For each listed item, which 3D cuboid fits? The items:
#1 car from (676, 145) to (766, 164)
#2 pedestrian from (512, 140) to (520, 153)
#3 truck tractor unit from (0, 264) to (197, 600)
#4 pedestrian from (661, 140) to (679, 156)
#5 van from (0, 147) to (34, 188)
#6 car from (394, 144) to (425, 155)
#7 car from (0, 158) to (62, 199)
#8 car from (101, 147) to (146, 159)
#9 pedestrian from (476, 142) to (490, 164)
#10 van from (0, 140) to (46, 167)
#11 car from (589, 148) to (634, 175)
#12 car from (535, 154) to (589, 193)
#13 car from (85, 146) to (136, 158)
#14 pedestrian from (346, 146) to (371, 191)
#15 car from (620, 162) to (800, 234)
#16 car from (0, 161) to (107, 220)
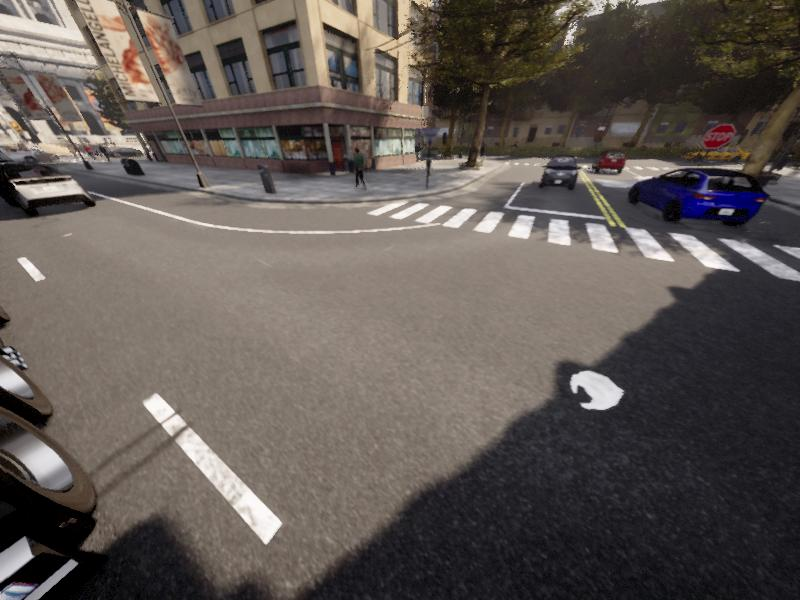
[{"bbox_3d":[34.687,-15.953,25.235,5.366,1.575,1.801,18,39,24],"label":"car"},{"bbox_3d":[20.571,-27.221,40.988,0.751,1.860,0.751,18,39,24],"label":"pedestrian"},{"bbox_3d":[-5.120,-0.288,0.793,6.516,4.208,3.053,18,39,24],"label":"truck tractor unit"},{"bbox_3d":[38.209,-21.539,32.676,0.751,1.860,0.751,17,39,24],"label":"pedestrian"},{"bbox_3d":[-25.934,-8.431,14.598,4.442,1.987,1.775,18,39,24],"label":"van"},{"bbox_3d":[1.646,-26.644,40.913,5.008,1.535,1.882,18,39,24],"label":"car"},{"bbox_3d":[-20.124,-6.398,12.027,3.633,1.501,1.845,18,39,24],"label":"car"},{"bbox_3d":[-45.323,-24.200,37.954,1.994,1.385,4.181,18,39,25],"label":"car"},{"bbox_3d":[8.507,-15.156,23.762,0.751,1.860,0.751,29,44,35],"label":"pedestrian"},{"bbox_3d":[-45.739,-16.271,25.642,2.351,2.431,6.366,18,39,25],"label":"van"},{"bbox_3d":[16.933,-11.287,18.711,1.789,1.549,3.705,17,39,23],"label":"car"},{"bbox_3d":[8.987,-7.251,13.002,1.845,1.501,3.633,17,38,23],"label":"car"},{"bbox_3d":[-48.644,-24.947,38.958,2.163,1.488,4.792,18,39,25],"label":"car"},{"bbox_3d":[-2.033,-6.448,11.346,0.751,1.860,0.751,-24,41,-29],"label":"pedestrian"},{"bbox_3d":[10.019,-3.799,8.084,1.816,1.474,4.193,11,36,16],"label":"car"},{"bbox_3d":[-14.695,-4.616,9.424,4.514,1.525,2.007,18,39,24],"label":"car"}]
